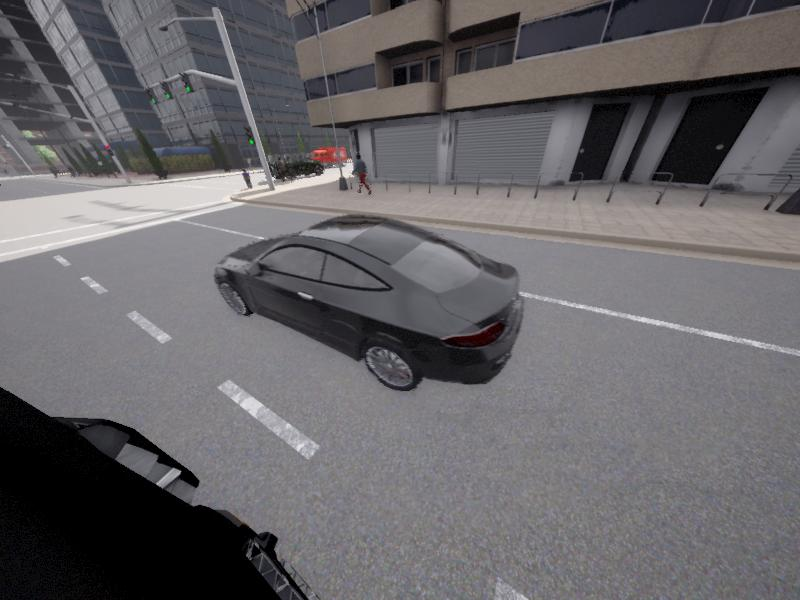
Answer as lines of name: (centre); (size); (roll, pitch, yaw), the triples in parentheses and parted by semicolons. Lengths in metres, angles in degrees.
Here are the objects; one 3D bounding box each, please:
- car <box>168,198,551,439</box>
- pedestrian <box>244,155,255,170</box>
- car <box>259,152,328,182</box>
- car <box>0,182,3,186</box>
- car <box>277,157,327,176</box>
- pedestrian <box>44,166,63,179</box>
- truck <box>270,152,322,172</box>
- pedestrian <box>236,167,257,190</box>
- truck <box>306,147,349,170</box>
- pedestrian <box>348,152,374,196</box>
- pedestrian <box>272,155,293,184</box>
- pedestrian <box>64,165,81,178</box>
car: (-0.796, -0.397, 3.302); (4.674, 1.442, 1.812); (16, 38, 26)
pedestrian: (-22.812, -20.799, 35.015); (0.751, 1.860, 0.751); (-10, 34, -11)
car: (-10.047, -12.983, 22.432); (2.150, 2.045, 5.566); (16, 38, 26)
car: (-58.150, -16.719, 32.294); (3.806, 1.475, 1.970); (16, 38, 26)
car: (-11.141, -15.500, 26.768); (2.038, 1.542, 4.974); (16, 38, 26)
pedestrian: (-55.715, -20.529, 37.178); (0.751, 1.860, 0.751); (12, 36, 21)
truck: (-14.676, -19.917, 33.183); (2.390, 2.098, 6.274); (16, 38, 26)
pedestrian: (-10.560, -8.404, 15.928); (0.751, 1.300, 0.751); (-22, 38, -26)
truck: (-10.335, -20.489, 33.386); (2.627, 2.467, 5.204); (16, 37, 26)
pedestrian: (-1.918, -6.287, 11.564); (0.751, 1.860, 0.751); (20, 40, 31)
pedestrian: (-8.953, -10.003, 17.706); (0.751, 1.860, 0.751); (-4, 34, -2)
pedestrian: (-55.458, -21.807, 39.084); (0.751, 1.860, 0.751); (14, 37, 24)
